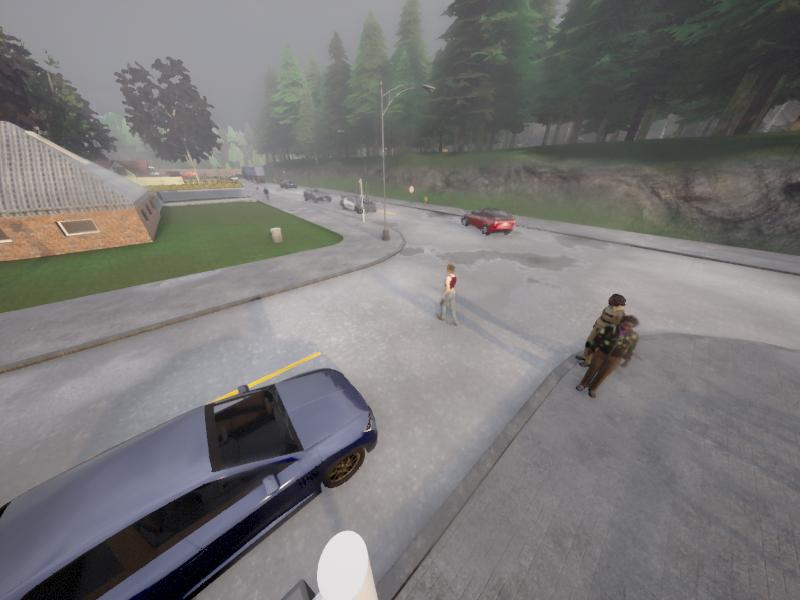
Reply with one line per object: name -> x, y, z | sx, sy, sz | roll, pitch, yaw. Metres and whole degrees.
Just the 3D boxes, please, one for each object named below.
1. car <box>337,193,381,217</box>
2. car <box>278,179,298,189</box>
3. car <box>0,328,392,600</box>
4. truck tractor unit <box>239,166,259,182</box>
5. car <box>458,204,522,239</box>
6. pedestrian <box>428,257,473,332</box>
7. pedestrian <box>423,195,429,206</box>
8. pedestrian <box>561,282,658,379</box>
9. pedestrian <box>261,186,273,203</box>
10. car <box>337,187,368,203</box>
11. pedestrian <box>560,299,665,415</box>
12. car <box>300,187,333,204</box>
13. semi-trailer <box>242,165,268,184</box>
car -> -4.290, -9.891, 23.817 | 2.038, 1.542, 4.974 | -23, 37, -34
car -> -24.097, -24.897, 49.664 | 2.242, 1.667, 4.611 | -25, 38, -36
car -> -2.328, 2.183, 2.956 | 4.193, 1.474, 1.816 | -23, 37, -34
truck tractor unit -> -48.562, -40.591, 74.290 | 3.053, 4.208, 6.516 | -23, 37, -34
car -> 6.323, -5.912, 16.925 | 2.007, 1.525, 4.514 | -7, 31, -12
pedestrian -> 1.392, -0.155, 6.572 | 0.751, 1.860, 0.751 | -16, 33, -25
pedestrian -> 3.030, -11.634, 27.006 | 0.500, 1.100, 0.500 | -19, 35, -29
pedestrian -> 4.288, 0.653, 4.929 | 0.751, 1.860, 0.751 | 9, 31, 16
pedestrian -> -16.980, -13.512, 29.499 | 0.751, 1.860, 0.751 | -23, 37, -34
car -> -6.481, -14.304, 31.461 | 2.007, 1.525, 4.514 | -23, 37, -34
pedestrian -> 3.798, 1.044, 4.252 | 0.751, 1.860, 0.751 | -25, 39, -37
car -> -11.176, -14.040, 30.910 | 2.152, 1.651, 5.027 | -23, 37, -34
semi-trailer -> -43.480, -37.640, 68.989 | 2.717, 4.402, 14.254 | -23, 37, -34
